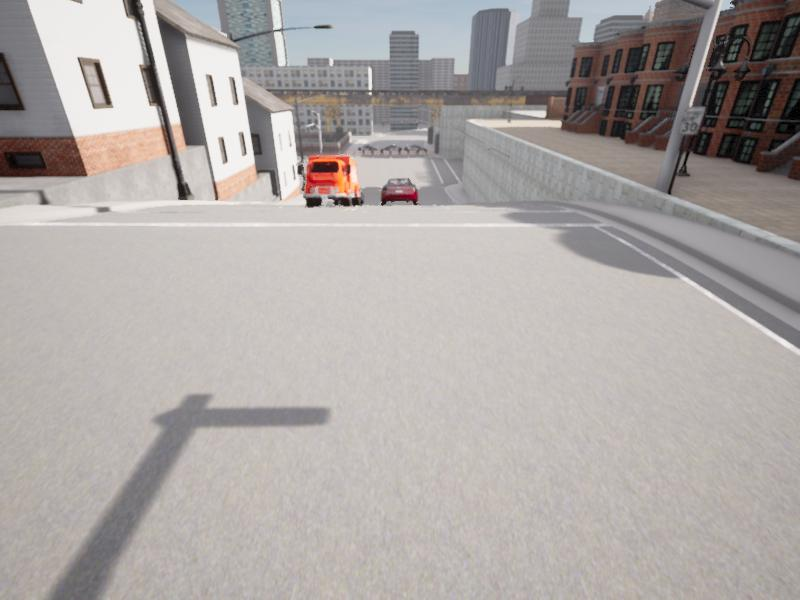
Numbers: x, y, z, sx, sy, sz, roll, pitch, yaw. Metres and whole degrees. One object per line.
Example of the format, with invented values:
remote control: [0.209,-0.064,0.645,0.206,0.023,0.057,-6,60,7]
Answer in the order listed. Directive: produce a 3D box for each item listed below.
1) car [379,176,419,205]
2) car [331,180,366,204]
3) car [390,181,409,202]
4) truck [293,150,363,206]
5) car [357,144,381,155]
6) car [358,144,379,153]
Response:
car: [-0.034,-6.073,22.409,1.994,1.385,4.181,-1,14,0]
car: [-3.505,-7.467,27.937,1.816,1.474,4.193,-1,14,0]
car: [0.003,-11.720,43.050,1.932,1.855,4.605,0,20,0]
truck: [-3.547,-6.230,21.032,2.627,2.467,5.204,-1,14,0]
car: [-6.591,-31.892,84.560,4.974,1.542,2.038,24,36,38]
car: [-6.629,-32.048,84.520,4.536,1.218,1.853,24,36,38]
